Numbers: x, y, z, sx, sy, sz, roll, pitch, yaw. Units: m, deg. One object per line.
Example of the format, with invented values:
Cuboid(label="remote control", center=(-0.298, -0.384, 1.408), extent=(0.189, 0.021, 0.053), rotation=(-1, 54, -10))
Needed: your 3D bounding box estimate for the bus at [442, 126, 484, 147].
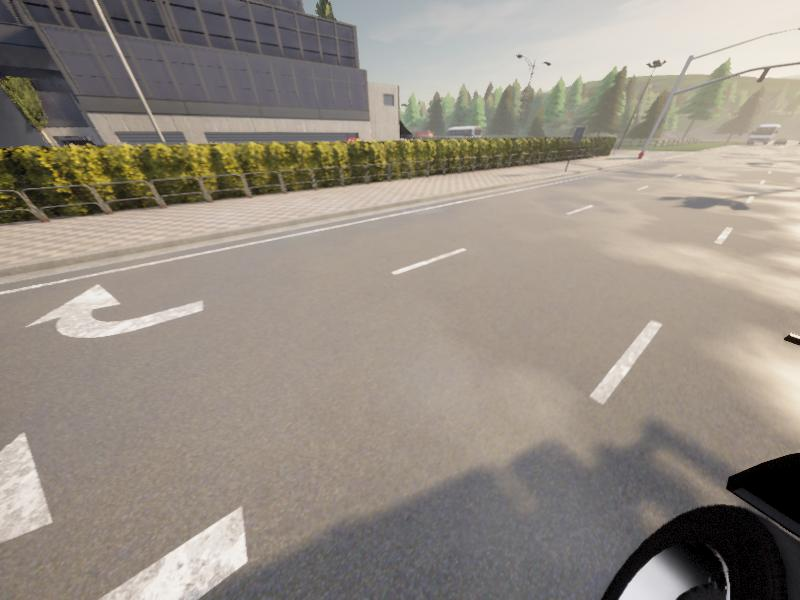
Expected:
Cuboid(label="bus", center=(16.315, -42.954, 60.833), extent=(3.944, 4.253, 10.273), rotation=(-22, 41, -28))

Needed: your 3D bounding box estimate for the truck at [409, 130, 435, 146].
Cuboid(label="truck", center=(6.268, -47.689, 68.000), extent=(2.891, 3.827, 8.468), rotation=(-22, 41, -28))
